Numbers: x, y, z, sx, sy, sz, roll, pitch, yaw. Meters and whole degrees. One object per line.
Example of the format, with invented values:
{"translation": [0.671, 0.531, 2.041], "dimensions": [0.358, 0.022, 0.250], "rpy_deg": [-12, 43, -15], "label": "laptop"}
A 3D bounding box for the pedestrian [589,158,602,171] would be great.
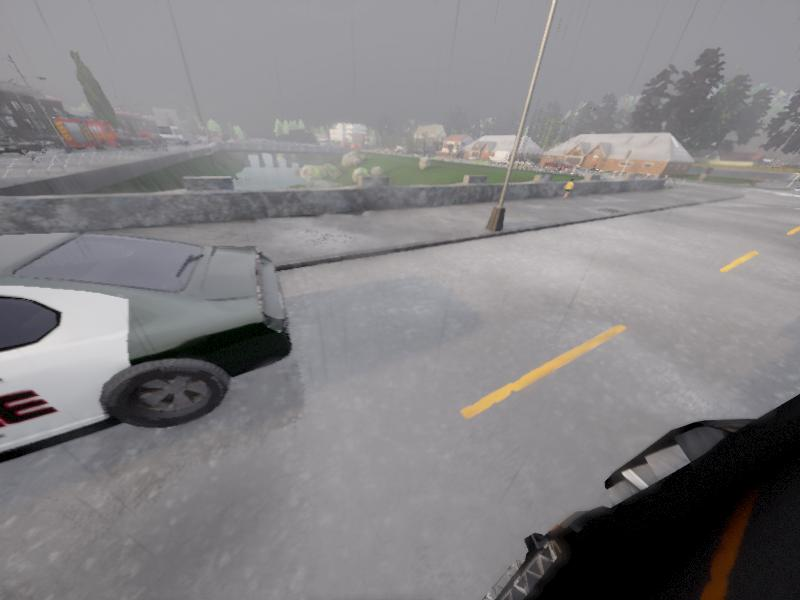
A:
{"translation": [33.544, -23.202, 39.696], "dimensions": [0.751, 1.860, 0.751], "rpy_deg": [-14, 37, -24], "label": "pedestrian"}

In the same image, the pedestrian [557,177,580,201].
{"translation": [9.215, -6.098, 12.666], "dimensions": [0.500, 1.100, 0.500], "rpy_deg": [-15, 37, -25], "label": "pedestrian"}

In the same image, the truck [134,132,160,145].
{"translation": [-64.898, -41.540, 59.406], "dimensions": [2.627, 2.467, 5.204], "rpy_deg": [-14, 37, -24], "label": "truck"}

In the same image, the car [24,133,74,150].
{"translation": [-46.419, -21.077, 30.729], "dimensions": [1.851, 1.617, 3.988], "rpy_deg": [-14, 37, -24], "label": "car"}

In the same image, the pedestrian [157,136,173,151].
{"translation": [-35.404, -23.504, 34.792], "dimensions": [0.751, 1.860, 0.751], "rpy_deg": [-3, 34, -10], "label": "pedestrian"}

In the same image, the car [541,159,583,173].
{"translation": [25.306, -21.020, 36.285], "dimensions": [1.882, 1.535, 5.008], "rpy_deg": [-14, 37, -24], "label": "car"}

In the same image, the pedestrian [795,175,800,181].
{"translation": [74.789, -23.142, 42.812], "dimensions": [0.751, 1.860, 0.751], "rpy_deg": [-17, 38, -27], "label": "pedestrian"}

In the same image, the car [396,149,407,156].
{"translation": [0.466, -47.992, 75.086], "dimensions": [1.851, 1.617, 3.988], "rpy_deg": [-14, 37, -24], "label": "car"}

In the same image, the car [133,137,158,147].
{"translation": [-53.022, -32.993, 48.223], "dimensions": [2.038, 1.542, 4.974], "rpy_deg": [-14, 37, -24], "label": "car"}

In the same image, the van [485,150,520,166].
{"translation": [21.587, -30.171, 49.007], "dimensions": [2.351, 2.431, 6.366], "rpy_deg": [-14, 37, -24], "label": "van"}

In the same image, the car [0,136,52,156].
{"translation": [-36.092, -14.555, 21.805], "dimensions": [1.816, 1.474, 4.193], "rpy_deg": [-14, 37, -24], "label": "car"}

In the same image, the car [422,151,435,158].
{"translation": [8.525, -43.951, 69.661], "dimensions": [1.816, 1.474, 4.193], "rpy_deg": [-14, 37, -24], "label": "car"}

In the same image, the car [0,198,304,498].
{"translation": [-3.670, 0.347, 1.775], "dimensions": [4.974, 1.542, 2.038], "rpy_deg": [-14, 37, -24], "label": "car"}

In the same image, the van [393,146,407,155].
{"translation": [-0.148, -53.812, 83.004], "dimensions": [2.351, 2.431, 6.366], "rpy_deg": [-14, 37, -24], "label": "van"}

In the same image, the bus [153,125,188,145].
{"translation": [-64.370, -46.354, 65.095], "dimensions": [3.944, 4.253, 10.273], "rpy_deg": [-14, 37, -24], "label": "bus"}

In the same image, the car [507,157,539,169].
{"translation": [22.005, -24.569, 41.396], "dimensions": [2.007, 1.525, 4.514], "rpy_deg": [-14, 37, -24], "label": "car"}

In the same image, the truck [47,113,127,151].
{"translation": [-43.337, -23.454, 32.547], "dimensions": [2.891, 3.827, 8.468], "rpy_deg": [-14, 37, -24], "label": "truck"}

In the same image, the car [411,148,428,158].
{"translation": [5.620, -42.614, 66.904], "dimensions": [2.150, 2.045, 5.566], "rpy_deg": [-14, 37, -24], "label": "car"}
